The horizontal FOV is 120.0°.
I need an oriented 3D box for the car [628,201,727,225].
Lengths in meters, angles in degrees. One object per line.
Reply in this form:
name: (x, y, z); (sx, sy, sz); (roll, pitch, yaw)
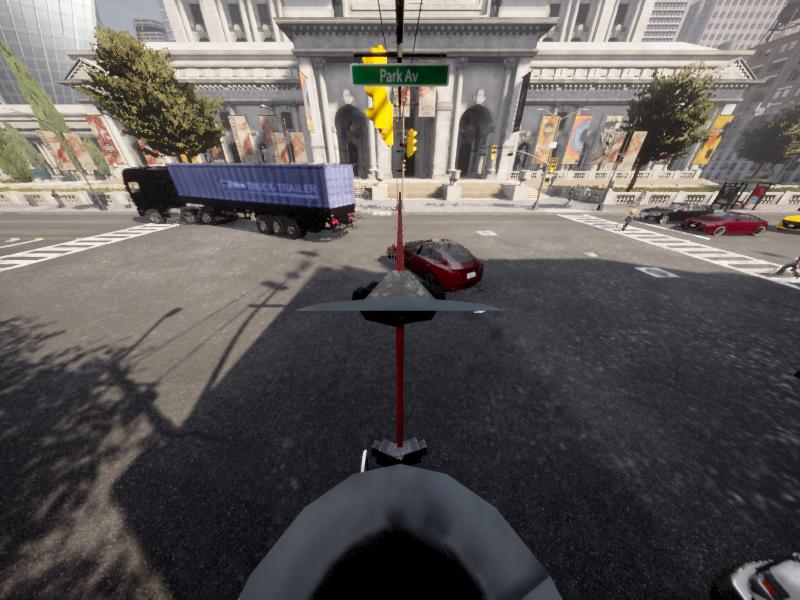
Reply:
car: (22.289, -7.078, 18.754); (4.902, 1.511, 2.128); (0, 30, 0)

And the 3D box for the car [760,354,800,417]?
car: (8.061, 2.249, 2.231); (1.932, 1.855, 4.605); (4, 30, 8)

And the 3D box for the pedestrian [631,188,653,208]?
pedestrian: (25.973, -11.002, 24.848); (0.751, 1.860, 0.751); (-2, 30, -4)

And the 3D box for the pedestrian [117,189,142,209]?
pedestrian: (-27.814, -10.376, 23.765); (0.751, 1.860, 0.751); (3, 30, 4)

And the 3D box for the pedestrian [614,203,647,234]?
pedestrian: (15.668, -5.577, 15.757); (0.751, 1.860, 0.751); (5, 30, 8)

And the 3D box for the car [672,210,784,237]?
car: (22.117, -5.268, 15.761); (4.181, 1.385, 1.994); (0, 30, 0)

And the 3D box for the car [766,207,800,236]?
car: (29.325, -5.336, 15.709); (5.008, 1.535, 1.882); (0, 30, 0)

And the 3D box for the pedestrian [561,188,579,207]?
pedestrian: (18.461, -11.158, 25.119); (0.751, 1.860, 0.751); (-2, 30, -4)

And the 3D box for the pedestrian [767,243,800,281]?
pedestrian: (16.173, -1.536, 9.315); (0.751, 1.300, 0.751); (-4, 30, -8)

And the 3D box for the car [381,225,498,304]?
car: (1.255, -1.822, 9.681); (2.163, 1.488, 4.792); (-16, 34, -26)

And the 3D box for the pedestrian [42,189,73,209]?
pedestrian: (-35.174, -10.369, 23.751); (0.751, 1.860, 0.751); (-1, 30, -1)

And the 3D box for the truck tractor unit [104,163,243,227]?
truck tractor unit: (-17.157, -8.320, 18.182); (6.516, 4.208, 3.053); (2, 30, 3)

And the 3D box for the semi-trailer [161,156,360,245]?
semi-trailer: (-9.754, -7.131, 15.921); (14.254, 4.402, 2.717); (12, 32, 21)
